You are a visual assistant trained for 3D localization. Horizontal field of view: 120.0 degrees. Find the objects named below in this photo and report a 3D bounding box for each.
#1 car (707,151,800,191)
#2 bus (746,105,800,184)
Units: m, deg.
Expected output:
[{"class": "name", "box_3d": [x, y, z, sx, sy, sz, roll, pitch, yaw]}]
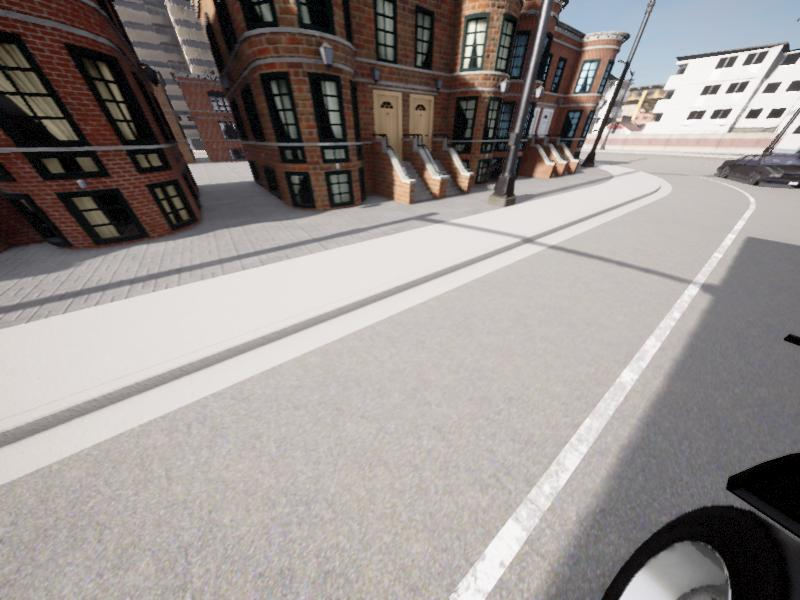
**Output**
[{"class": "car", "box_3d": [20.543, -7.391, 13.023, 2.033, 1.411, 5.357, 17, 39, 23]}, {"class": "bus", "box_3d": [23.623, -7.314, 10.414, 3.944, 4.253, 10.273, 17, 39, 21]}]
